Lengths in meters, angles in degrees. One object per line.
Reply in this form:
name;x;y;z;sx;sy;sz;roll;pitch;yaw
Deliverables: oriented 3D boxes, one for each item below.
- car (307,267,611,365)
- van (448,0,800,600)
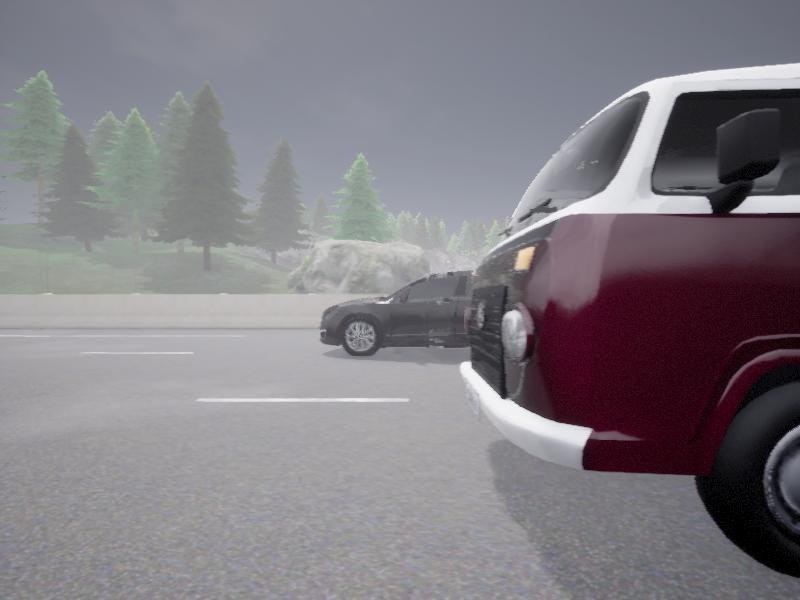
car;0.951;0.244;7.406;4.892;1.490;1.837;0;0;11
van;2.631;-0.033;2.192;4.480;2.038;2.069;-1;0;1
